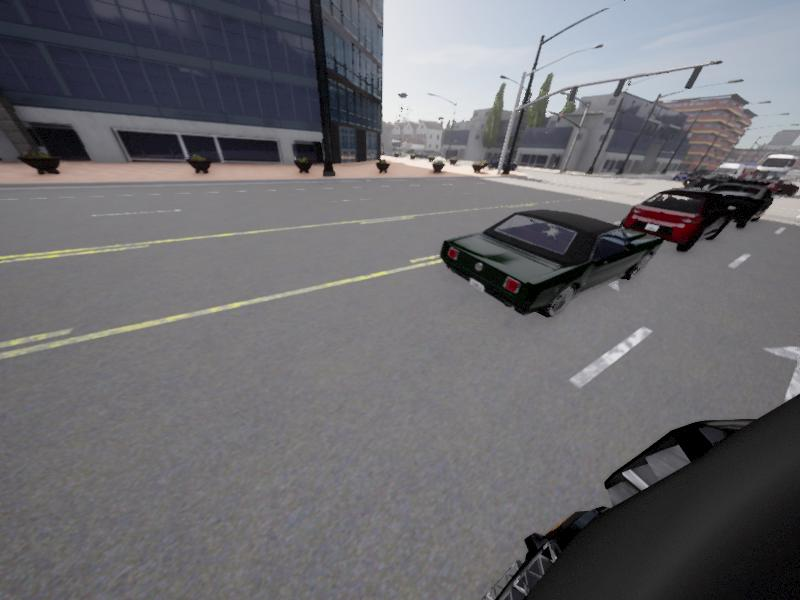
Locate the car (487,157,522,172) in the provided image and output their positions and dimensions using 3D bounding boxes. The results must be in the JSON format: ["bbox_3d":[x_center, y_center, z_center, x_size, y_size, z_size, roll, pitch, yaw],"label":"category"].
[{"bbox_3d":[14.878,-19.521,33.204,1.816,1.474,4.193,-15,38,-26],"label":"car"}]

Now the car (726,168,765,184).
[{"bbox_3d":[57.714,-20.806,38.595,5.566,2.045,2.150,-16,38,-25],"label":"car"}]

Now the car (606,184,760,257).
[{"bbox_3d":[9.059,-2.748,7.440,4.193,1.474,1.816,-16,38,-26],"label":"car"}]

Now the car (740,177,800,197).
[{"bbox_3d":[37.531,-11.327,23.155,4.181,1.385,1.994,-4,34,-11],"label":"car"}]

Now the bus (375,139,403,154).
[{"bbox_3d":[-4.371,-61.372,92.344,10.273,4.253,3.944,12,34,12],"label":"bus"}]

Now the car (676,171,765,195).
[{"bbox_3d":[30.988,-11.459,22.542,5.008,1.535,1.882,7,33,5],"label":"car"}]

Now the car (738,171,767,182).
[{"bbox_3d":[63.661,-22.299,41.720,4.674,1.442,1.812,-16,38,-25],"label":"car"}]

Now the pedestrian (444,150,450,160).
[{"bbox_3d":[10.550,-32.766,52.236,0.751,1.860,0.751,-16,38,-27],"label":"pedestrian"}]

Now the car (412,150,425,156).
[{"bbox_3d":[7.142,-56.945,89.391,2.033,1.411,5.357,-18,39,-30],"label":"car"}]

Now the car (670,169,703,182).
[{"bbox_3d":[43.323,-18.780,34.896,4.193,1.474,1.816,-15,38,-26],"label":"car"}]

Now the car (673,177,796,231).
[{"bbox_3d":[15.034,-4.473,10.385,5.238,1.638,1.930,-16,38,-26],"label":"car"}]

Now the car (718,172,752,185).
[{"bbox_3d":[51.952,-18.867,35.821,4.674,1.442,1.812,-16,38,-25],"label":"car"}]

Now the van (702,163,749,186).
[{"bbox_3d":[45.727,-17.643,32.432,5.915,2.561,1.988,-15,38,-26],"label":"van"}]

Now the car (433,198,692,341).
[{"bbox_3d":[3.199,-1.023,4.550,4.718,1.301,1.895,-16,38,-26],"label":"car"}]

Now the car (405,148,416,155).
[{"bbox_3d":[3.958,-56.441,87.876,1.905,1.878,3.866,-22,41,-33],"label":"car"}]

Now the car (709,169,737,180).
[{"bbox_3d":[61.674,-23.997,44.068,4.892,1.490,1.837,-16,38,-25],"label":"car"}]

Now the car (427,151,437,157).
[{"bbox_3d":[10.319,-46.917,74.357,2.007,1.525,4.514,12,34,11],"label":"car"}]

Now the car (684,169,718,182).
[{"bbox_3d":[49.374,-20.505,37.899,5.238,1.638,1.930,-16,38,-26],"label":"car"}]

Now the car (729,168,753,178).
[{"bbox_3d":[74.072,-27.632,50.181,5.008,1.535,1.882,-16,38,-26],"label":"car"}]

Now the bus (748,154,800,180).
[{"bbox_3d":[78.474,-27.660,48.139,10.273,4.253,3.944,-16,38,-26],"label":"bus"}]

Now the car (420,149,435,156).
[{"bbox_3d":[11.241,-61.416,96.035,5.566,2.045,2.150,-4,34,-12],"label":"car"}]

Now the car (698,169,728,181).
[{"bbox_3d":[55.702,-22.274,41.098,5.008,1.535,1.882,-16,38,-25],"label":"car"}]

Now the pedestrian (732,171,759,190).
[{"bbox_3d":[40.231,-13.954,26.918,0.751,1.860,0.751,17,36,20],"label":"pedestrian"}]

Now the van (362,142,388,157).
[{"bbox_3d":[-6.092,-36.045,55.217,5.915,2.561,1.988,17,35,19],"label":"van"}]

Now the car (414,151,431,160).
[{"bbox_3d":[5.244,-34.678,55.344,2.033,1.411,5.357,-8,35,-17],"label":"car"}]
